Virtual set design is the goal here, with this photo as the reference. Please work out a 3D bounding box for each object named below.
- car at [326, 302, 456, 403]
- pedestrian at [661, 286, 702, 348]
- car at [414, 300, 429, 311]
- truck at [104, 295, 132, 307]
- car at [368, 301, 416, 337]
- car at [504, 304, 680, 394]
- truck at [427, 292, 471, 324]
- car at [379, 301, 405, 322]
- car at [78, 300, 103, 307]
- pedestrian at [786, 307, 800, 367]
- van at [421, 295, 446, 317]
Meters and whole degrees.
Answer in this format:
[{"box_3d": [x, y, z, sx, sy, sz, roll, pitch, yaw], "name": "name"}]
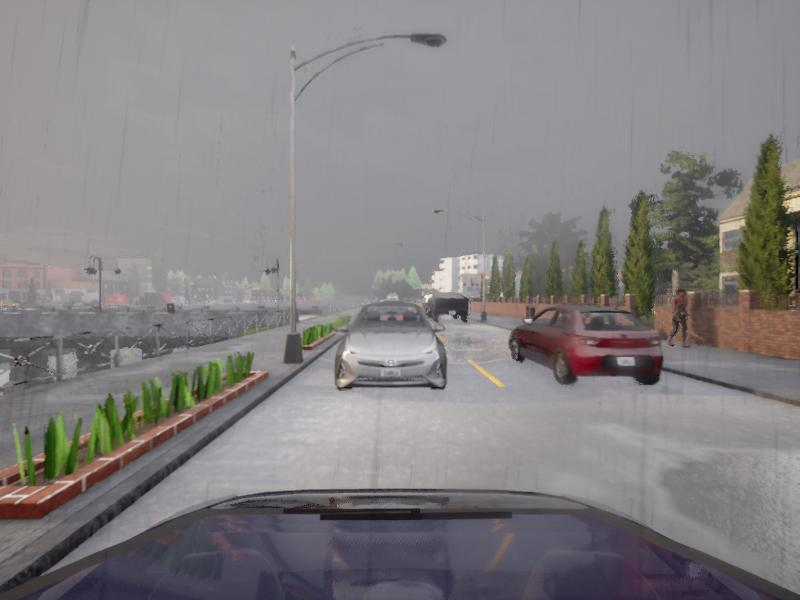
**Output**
[{"box_3d": [-0.175, 0.818, 8.436, 2.007, 1.525, 4.514, 0, 0, -1], "name": "car"}, {"box_3d": [8.703, 0.518, 12.397, 0.751, 1.860, 0.751, 0, 0, -1], "name": "pedestrian"}, {"box_3d": [2.950, 0.735, 56.116, 1.801, 1.575, 5.366, 0, 0, -1], "name": "car"}, {"box_3d": [-63.375, 0.245, 90.076, 2.627, 2.467, 5.204, 0, 0, -1], "name": "truck"}, {"box_3d": [-0.363, 0.805, 19.080, 2.007, 1.525, 4.514, 0, 0, -1], "name": "car"}, {"box_3d": [3.801, 0.843, 8.859, 1.816, 1.474, 4.193, 0, 0, -1], "name": "car"}, {"box_3d": [3.429, 0.507, 29.638, 2.390, 2.098, 6.274, 0, 0, -1], "name": "truck"}, {"box_3d": [-0.598, 0.818, 29.942, 1.816, 1.474, 4.193, 0, 0, -1], "name": "car"}, {"box_3d": [-67.321, 0.733, 87.120, 1.837, 1.490, 4.892, 0, 0, -1], "name": "car"}, {"box_3d": [9.051, 0.803, 8.629, 0.751, 1.300, 0.751, 0, 0, 11], "name": "pedestrian"}, {"box_3d": [3.244, 0.530, 39.778, 2.069, 2.038, 4.480, 0, 1, -1], "name": "van"}]
